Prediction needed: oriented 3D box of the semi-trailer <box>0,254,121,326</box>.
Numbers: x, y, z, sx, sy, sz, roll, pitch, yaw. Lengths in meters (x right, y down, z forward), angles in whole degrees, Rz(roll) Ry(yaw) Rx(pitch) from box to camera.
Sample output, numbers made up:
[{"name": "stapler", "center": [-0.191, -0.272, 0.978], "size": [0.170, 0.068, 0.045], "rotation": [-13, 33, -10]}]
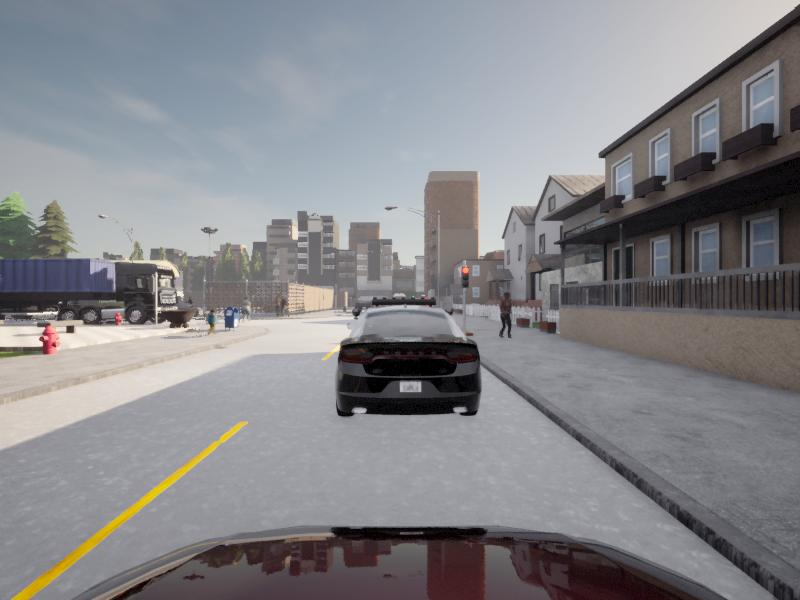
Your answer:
[{"name": "semi-trailer", "center": [-26.183, -0.618, 25.915], "size": [14.254, 4.402, 2.717], "rotation": [0, 0, -1]}]

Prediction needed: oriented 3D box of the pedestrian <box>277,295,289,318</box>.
[{"name": "pedestrian", "center": [-9.852, 0.534, 33.689], "size": [0.751, 1.860, 0.751], "rotation": [0, 0, 19]}]

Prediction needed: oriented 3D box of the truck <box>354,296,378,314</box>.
[{"name": "truck", "center": [-4.111, 0.542, 49.206], "size": [2.390, 2.098, 6.274], "rotation": [0, 0, 0]}]

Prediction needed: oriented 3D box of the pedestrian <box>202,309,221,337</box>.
[{"name": "pedestrian", "center": [-7.620, 0.904, 16.167], "size": [0.500, 1.100, 0.500], "rotation": [0, 0, 13]}]

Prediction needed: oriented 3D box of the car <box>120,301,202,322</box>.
[{"name": "car", "center": [-17.830, 0.836, 30.033], "size": [4.902, 1.511, 2.128], "rotation": [0, 0, 0]}]

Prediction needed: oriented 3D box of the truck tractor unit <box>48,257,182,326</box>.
[{"name": "truck tractor unit", "center": [-18.273, -0.519, 26.012], "size": [6.516, 4.208, 3.053], "rotation": [0, 0, -1]}]

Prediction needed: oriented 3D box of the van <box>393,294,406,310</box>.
[{"name": "van", "center": [-0.128, 0.322, 64.689], "size": [1.988, 2.561, 5.915], "rotation": [0, 0, 0]}]

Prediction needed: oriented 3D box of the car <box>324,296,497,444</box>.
[{"name": "car", "center": [0.062, 0.771, 7.066], "size": [1.930, 1.638, 5.238], "rotation": [0, 0, -1]}]

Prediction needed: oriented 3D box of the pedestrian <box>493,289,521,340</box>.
[{"name": "pedestrian", "center": [3.982, 0.533, 14.928], "size": [0.751, 1.860, 0.751], "rotation": [0, 0, -12]}]

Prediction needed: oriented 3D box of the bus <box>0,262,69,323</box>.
[{"name": "bus", "center": [-31.517, -0.531, 29.878], "size": [10.273, 4.253, 3.944], "rotation": [0, 0, 0]}]

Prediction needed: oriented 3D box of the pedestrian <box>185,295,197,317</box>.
[{"name": "pedestrian", "center": [-18.580, 0.534, 35.514], "size": [0.751, 1.860, 0.751], "rotation": [0, 0, 41]}]

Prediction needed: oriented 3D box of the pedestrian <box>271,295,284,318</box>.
[{"name": "pedestrian", "center": [-10.138, 0.534, 33.130], "size": [0.751, 1.860, 0.751], "rotation": [0, 0, 20]}]

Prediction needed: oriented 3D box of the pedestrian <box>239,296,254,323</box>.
[{"name": "pedestrian", "center": [-10.586, 0.637, 27.554], "size": [0.751, 1.860, 0.751], "rotation": [0, 0, 1]}]
